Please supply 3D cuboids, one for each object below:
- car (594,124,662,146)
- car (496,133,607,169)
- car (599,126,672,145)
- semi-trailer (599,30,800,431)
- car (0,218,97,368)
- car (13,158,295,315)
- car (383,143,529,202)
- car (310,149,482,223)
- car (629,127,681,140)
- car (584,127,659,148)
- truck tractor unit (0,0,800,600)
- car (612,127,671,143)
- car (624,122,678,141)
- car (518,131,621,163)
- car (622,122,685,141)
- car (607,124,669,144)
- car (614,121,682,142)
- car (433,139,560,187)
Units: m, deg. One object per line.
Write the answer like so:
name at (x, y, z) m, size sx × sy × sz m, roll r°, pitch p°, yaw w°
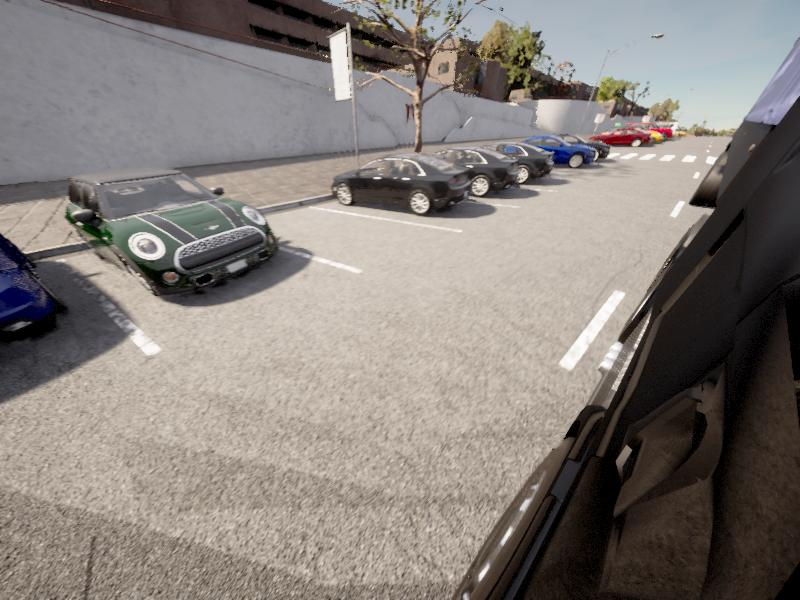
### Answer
car at (24.029, -17.598, 24.704) m, size 4.553 × 1.767 × 2.185 m, roll 16°, pitch 39°, yaw 23°
car at (8.658, -8.866, 13.737) m, size 5.008 × 1.535 × 2.097 m, roll 16°, pitch 40°, yaw 24°
car at (26.429, -18.660, 26.285) m, size 5.366 × 1.575 × 1.946 m, roll 16°, pitch 39°, yaw 23°
semi-trailer at (8.640, -3.614, 4.326) m, size 14.254 × 4.402 × 2.717 m, roll -29°, pitch 44°, yaw -31°
car at (-7.020, -0.399, 3.235) m, size 5.008 × 1.535 × 2.097 m, roll 18°, pitch 42°, yaw 26°
car at (-4.763, -1.688, 4.626) m, size 4.553 × 1.767 × 2.185 m, roll 18°, pitch 41°, yaw 26°
car at (2.040, -5.169, 9.125) m, size 4.892 × 1.521 × 2.231 m, roll 17°, pitch 41°, yaw 25°
car at (-0.200, -3.958, 7.624) m, size 4.892 × 1.521 × 2.231 m, roll 17°, pitch 41°, yaw 25°
car at (39.476, -25.888, 35.983) m, size 5.008 × 1.535 × 2.097 m, roll 16°, pitch 39°, yaw 23°
car at (21.862, -16.264, 23.170) m, size 5.008 × 1.535 × 2.097 m, roll 16°, pitch 40°, yaw 23°
truck tractor unit at (2.645, -0.295, 0.351) m, size 6.516 × 4.208 × 3.053 m, roll -28°, pitch 44°, yaw -30°
car at (30.665, -21.084, 29.573) m, size 4.674 × 1.452 × 2.002 m, roll 16°, pitch 39°, yaw 23°
car at (35.171, -23.665, 32.582) m, size 4.442 × 1.987 × 1.878 m, roll 16°, pitch 39°, yaw 23°
car at (10.852, -10.106, 15.294) m, size 5.008 × 1.535 × 2.097 m, roll 16°, pitch 40°, yaw 23°
car at (37.244, -24.910, 34.228) m, size 5.566 × 2.045 × 2.435 m, roll 16°, pitch 39°, yaw 23°
car at (28.434, -20.020, 27.890) m, size 4.553 × 1.767 × 2.185 m, roll 16°, pitch 39°, yaw 23°
car at (32.893, -22.514, 30.998) m, size 5.566 × 2.045 × 2.435 m, roll 16°, pitch 39°, yaw 23°
car at (4.266, -6.391, 10.645) m, size 4.892 × 1.521 × 2.231 m, roll 17°, pitch 41°, yaw 24°
